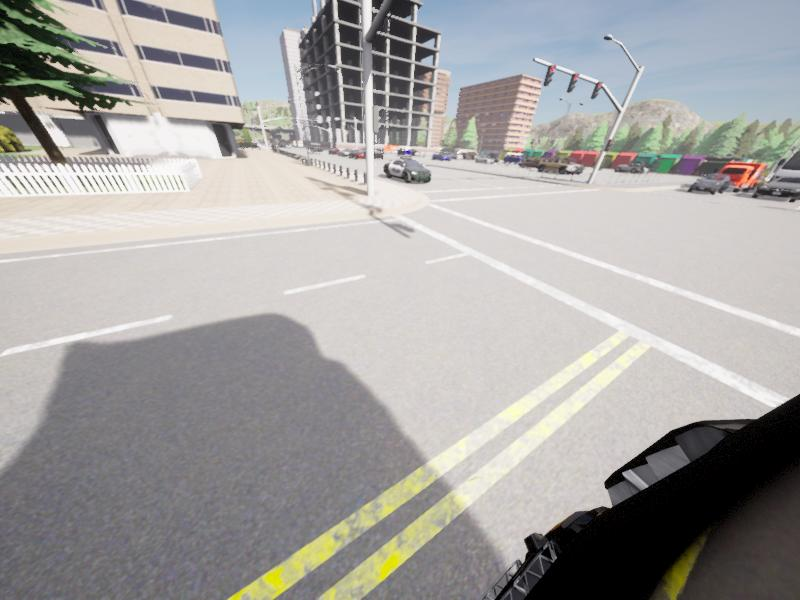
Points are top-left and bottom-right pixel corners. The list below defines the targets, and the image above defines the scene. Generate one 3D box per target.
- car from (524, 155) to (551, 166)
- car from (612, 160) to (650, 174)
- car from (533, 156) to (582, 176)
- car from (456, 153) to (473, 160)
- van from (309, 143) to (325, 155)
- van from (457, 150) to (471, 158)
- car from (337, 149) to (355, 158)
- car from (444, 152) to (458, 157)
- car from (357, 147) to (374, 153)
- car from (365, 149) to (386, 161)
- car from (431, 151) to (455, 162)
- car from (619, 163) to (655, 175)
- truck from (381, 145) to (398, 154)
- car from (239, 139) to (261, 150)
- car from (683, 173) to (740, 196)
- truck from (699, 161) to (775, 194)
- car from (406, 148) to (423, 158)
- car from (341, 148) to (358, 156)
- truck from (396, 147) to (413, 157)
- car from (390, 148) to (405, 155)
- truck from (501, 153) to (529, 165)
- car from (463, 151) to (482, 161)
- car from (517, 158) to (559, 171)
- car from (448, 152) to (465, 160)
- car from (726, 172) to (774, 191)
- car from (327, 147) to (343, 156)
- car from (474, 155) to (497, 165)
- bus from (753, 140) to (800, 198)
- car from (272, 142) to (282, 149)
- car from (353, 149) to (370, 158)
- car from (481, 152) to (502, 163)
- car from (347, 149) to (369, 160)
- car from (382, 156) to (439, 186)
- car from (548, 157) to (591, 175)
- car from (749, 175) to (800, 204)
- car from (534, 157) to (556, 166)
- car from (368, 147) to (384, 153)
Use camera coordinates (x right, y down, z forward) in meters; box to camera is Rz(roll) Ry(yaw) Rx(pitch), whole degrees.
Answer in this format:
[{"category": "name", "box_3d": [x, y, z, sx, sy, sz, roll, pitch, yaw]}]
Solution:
[{"category": "car", "box_3d": [31.320, -31.862, 52.636, 1.932, 1.855, 4.605, -16, 38, -26]}, {"category": "car", "box_3d": [40.065, -23.142, 40.208, 1.905, 1.878, 3.866, -16, 38, -26]}, {"category": "car", "box_3d": [20.558, -17.689, 30.370, 1.932, 1.855, 4.605, -16, 38, -26]}, {"category": "car", "box_3d": [16.703, -37.161, 59.808, 1.784, 1.438, 3.905, -16, 38, -26]}, {"category": "van", "box_3d": [-17.913, -32.590, 49.816, 2.069, 2.038, 4.480, -16, 38, -26]}, {"category": "van", "box_3d": [23.204, -53.133, 84.095, 4.480, 2.038, 2.069, -16, 38, -26]}, {"category": "car", "box_3d": [-10.806, -29.071, 45.768, 1.895, 1.301, 4.718, -16, 38, -26]}, {"category": "car", "box_3d": [18.889, -53.899, 85.431, 4.902, 1.511, 2.128, -16, 38, -26]}, {"category": "car", "box_3d": [-11.433, -49.747, 76.623, 5.357, 1.411, 2.033, -16, 38, -26]}, {"category": "car", "box_3d": [-4.677, -26.954, 42.860, 1.882, 1.535, 5.008, -16, 38, -26]}, {"category": "car", "box_3d": [8.648, -29.414, 47.384, 2.242, 1.667, 4.611, -16, 38, -26]}, {"category": "car", "box_3d": [42.567, -23.640, 41.599, 1.970, 1.475, 3.806, -16, 38, -26]}, {"category": "truck", "box_3d": [-3.553, -52.395, 80.382, 5.204, 2.467, 2.627, -16, 38, -26]}, {"category": "car", "box_3d": [-35.064, -36.241, 53.965, 3.866, 1.878, 1.905, -16, 38, -27]}, {"category": "car", "box_3d": [27.013, -10.092, 20.039, 3.633, 1.501, 1.845, -15, 38, -25]}, {"category": "truck", "box_3d": [32.970, -12.080, 22.678, 5.204, 2.467, 2.627, -15, 38, -25]}, {"category": "car", "box_3d": [3.619, -37.778, 59.281, 1.932, 1.855, 4.605, -16, 38, -26]}, {"category": "car", "box_3d": [-11.565, -33.722, 52.633, 2.033, 1.411, 5.357, -16, 38, -26]}, {"category": "truck", "box_3d": [1.151, -37.120, 57.913, 2.069, 2.038, 4.478, -16, 38, -26]}, {"category": "car", "box_3d": [-0.972, -50.507, 78.596, 4.611, 1.667, 2.242, -16, 38, -26]}, {"category": "truck", "box_3d": [24.237, -29.918, 48.949, 2.069, 2.038, 4.478, -16, 38, -26]}, {"category": "car", "box_3d": [19.012, -38.013, 60.901, 1.932, 1.855, 4.605, -16, 38, -26]}, {"category": "car", "box_3d": [22.224, -22.033, 37.488, 2.033, 1.415, 5.357, -16, 38, -26]}, {"category": "car", "box_3d": [14.195, -36.433, 58.560, 1.970, 1.475, 3.806, -16, 38, -26]}, {"category": "car", "box_3d": [39.487, -13.426, 26.051, 5.366, 1.575, 1.801, -15, 37, -25]}, {"category": "car", "box_3d": [-14.301, -32.595, 50.662, 1.812, 1.442, 4.674, -16, 38, -26]}, {"category": "car", "box_3d": [16.722, -27.515, 45.315, 1.970, 1.475, 3.806, -16, 38, -26]}, {"category": "bus", "box_3d": [40.013, -12.383, 22.102, 10.273, 4.253, 3.944, -15, 37, -25]}, {"category": "car", "box_3d": [-40.488, -50.948, 76.007, 2.033, 1.649, 4.856, -16, 38, -26]}, {"category": "car", "box_3d": [-7.929, -30.132, 47.471, 1.812, 1.442, 4.674, -16, 38, -26]}, {"category": "car", "box_3d": [21.048, -33.011, 53.529, 1.905, 1.878, 3.866, -16, 38, -26]}, {"category": "car", "box_3d": [-7.610, -25.982, 41.203, 2.163, 1.488, 4.792, -16, 38, -26]}, {"category": "car", "box_3d": [0.611, -10.123, 17.911, 2.038, 1.542, 4.974, -15, 38, -26]}, {"category": "car", "box_3d": [23.091, -18.362, 31.599, 1.905, 1.878, 3.866, -16, 38, -26]}, {"category": "car", "box_3d": [31.253, -9.074, 18.770, 5.027, 1.651, 2.152, -16, 38, -26]}, {"category": "car", "box_3d": [33.851, -32.357, 53.974, 1.784, 1.438, 3.905, -16, 38, -26]}, {"category": "car", "box_3d": [-7.724, -48.676, 75.067, 4.892, 1.490, 1.837, -16, 38, -26]}]
